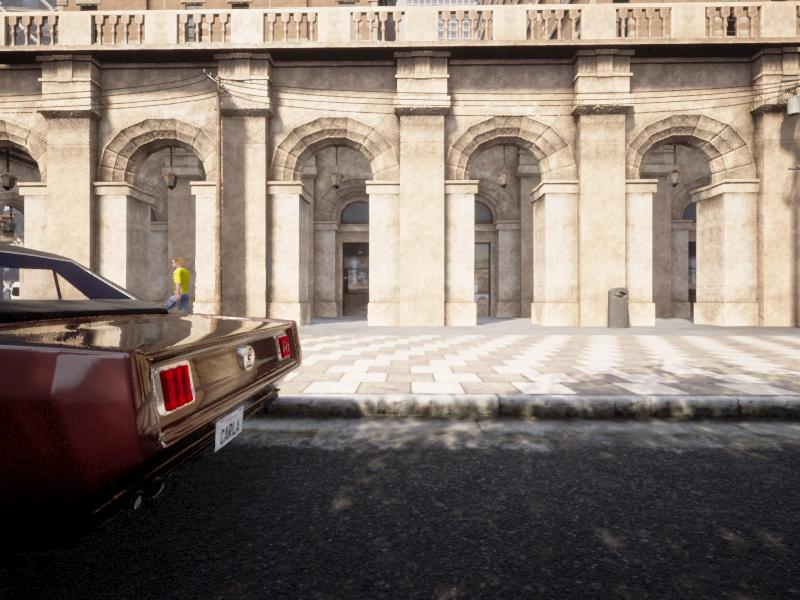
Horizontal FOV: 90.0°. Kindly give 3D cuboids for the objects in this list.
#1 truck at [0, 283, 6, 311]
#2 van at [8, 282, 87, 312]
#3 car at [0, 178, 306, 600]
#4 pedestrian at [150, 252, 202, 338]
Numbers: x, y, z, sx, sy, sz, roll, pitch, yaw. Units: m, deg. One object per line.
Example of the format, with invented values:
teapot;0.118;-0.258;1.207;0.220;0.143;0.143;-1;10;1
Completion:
truck;-36.013;-0.243;32.580;2.627;2.467;5.204;0;0;1
van;-32.401;-0.278;37.096;1.988;2.561;5.915;0;0;1
car;-3.058;0.338;2.008;4.718;1.301;1.895;0;0;1
pedestrian;-5.022;-0.115;9.010;0.751;1.860;0.751;0;0;2
